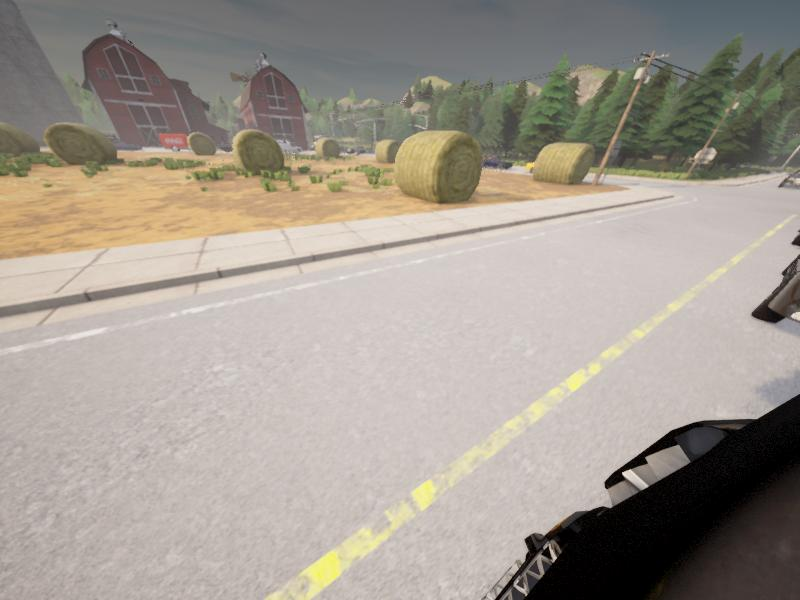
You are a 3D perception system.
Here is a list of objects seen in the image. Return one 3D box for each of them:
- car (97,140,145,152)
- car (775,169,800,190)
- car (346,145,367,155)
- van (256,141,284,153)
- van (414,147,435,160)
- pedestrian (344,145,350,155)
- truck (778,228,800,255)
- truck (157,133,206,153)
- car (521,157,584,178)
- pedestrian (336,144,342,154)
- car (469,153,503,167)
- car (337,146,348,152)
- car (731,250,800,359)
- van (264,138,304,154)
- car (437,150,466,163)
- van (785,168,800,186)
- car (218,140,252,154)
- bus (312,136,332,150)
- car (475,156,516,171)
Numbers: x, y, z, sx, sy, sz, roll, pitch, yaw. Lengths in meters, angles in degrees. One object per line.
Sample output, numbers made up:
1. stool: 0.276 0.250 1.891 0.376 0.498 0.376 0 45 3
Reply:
1. car: -41.996 -23.333 34.982 4.181 1.385 1.994 -19 40 -28
2. car: 38.036 -11.450 21.871 3.705 1.549 1.789 -16 38 -26
3. car: -10.633 -36.724 56.467 4.605 1.855 1.932 -19 39 -29
4. van: -26.565 -31.257 47.229 4.442 1.987 1.775 -19 39 -28
5. van: 4.815 -29.088 45.924 1.775 1.987 4.442 -18 39 -28
6. pedestrian: -11.788 -33.373 51.356 0.751 1.860 0.751 -15 37 -23
7. truck: 13.816 -2.453 6.138 5.204 2.467 2.627 -16 38 -26
8. truck: -35.870 -25.896 38.221 5.204 2.467 2.627 -19 39 -29
9. car: 16.672 -14.783 25.610 1.801 1.575 5.366 -18 39 -28
10. pedestrian: -14.105 -34.939 53.559 0.751 1.860 0.751 -25 42 -34
11. car: 13.112 -21.512 35.506 2.007 1.525 4.514 -18 39 -28
12. car: -17.105 -44.814 68.499 1.789 1.549 3.705 -18 39 -28
13. car: 7.720 -0.313 3.335 5.027 1.651 2.152 -16 38 -26
14. van: -22.894 -30.365 45.722 6.366 2.431 2.351 -19 39 -29
15. car: 8.993 -25.290 40.668 2.097 1.767 4.553 -18 39 -28
16. van: 44.115 -13.419 24.791 4.442 1.987 1.775 -16 38 -26
17. car: -29.883 -27.726 41.852 4.605 1.855 1.932 -19 39 -29
18. bus: -30.521 -61.366 90.022 3.944 4.253 10.273 -18 39 -28
19. car: 12.642 -18.243 30.799 1.895 1.301 4.718 -18 39 -28
